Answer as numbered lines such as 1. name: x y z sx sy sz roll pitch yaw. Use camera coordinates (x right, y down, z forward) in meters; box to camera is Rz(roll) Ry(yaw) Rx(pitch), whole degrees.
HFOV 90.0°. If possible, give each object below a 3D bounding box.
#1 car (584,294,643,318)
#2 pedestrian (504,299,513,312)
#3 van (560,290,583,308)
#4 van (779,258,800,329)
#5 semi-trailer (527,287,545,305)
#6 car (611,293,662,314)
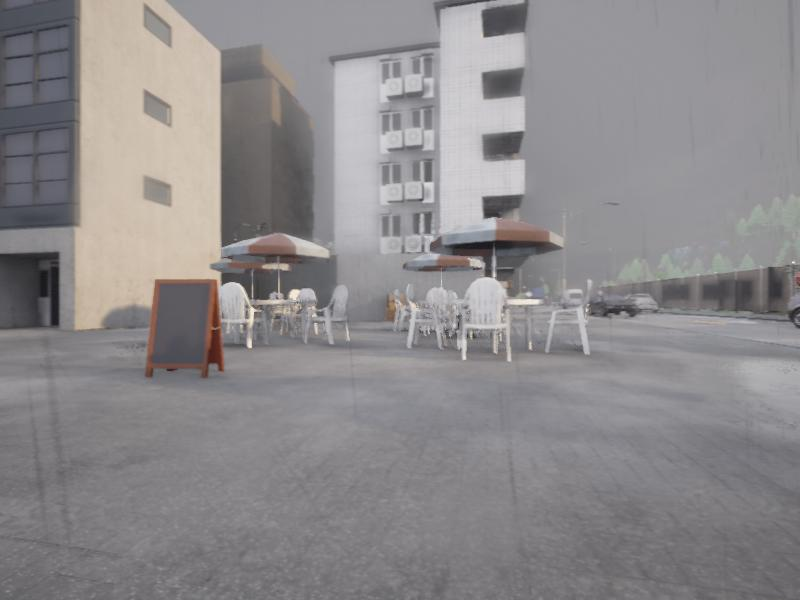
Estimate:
1. car: 13.789 0.370 26.283 2.033 1.411 5.357 0 0 12
2. pedestrian: 9.165 0.436 33.810 0.500 1.100 0.500 0 0 -18
3. van: 24.691 -0.114 57.682 1.988 2.561 5.915 0 0 12
4. van: 14.897 -0.243 12.252 1.988 2.561 5.915 0 0 12
5. semi-trailer: 34.055 -0.936 100.917 2.717 4.402 14.254 0 0 12
6. car: 19.324 0.274 32.935 2.152 1.651 5.027 0 0 12
